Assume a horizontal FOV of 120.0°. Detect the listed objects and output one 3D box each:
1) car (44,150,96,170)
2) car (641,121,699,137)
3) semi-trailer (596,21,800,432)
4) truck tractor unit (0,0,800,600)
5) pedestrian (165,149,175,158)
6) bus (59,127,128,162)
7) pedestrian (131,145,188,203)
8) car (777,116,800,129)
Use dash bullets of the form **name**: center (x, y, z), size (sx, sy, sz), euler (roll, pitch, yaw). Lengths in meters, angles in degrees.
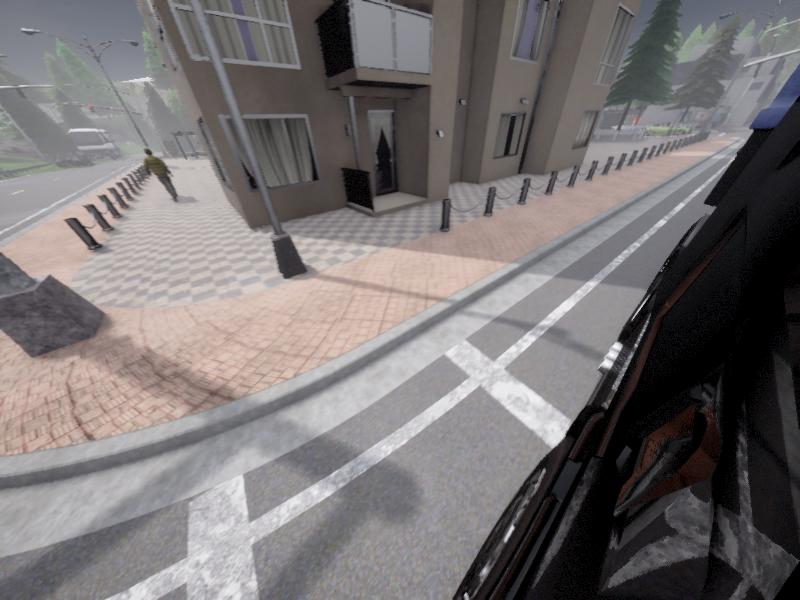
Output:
- **car**: center (-39.200, -16.837, 27.601), size (2.242, 1.667, 4.611), euler (-27, 43, -28)
- **car**: center (35.133, -22.310, 30.207), size (2.007, 1.525, 4.514), euler (-26, 42, -28)
- **semi-trailer**: center (8.829, -3.506, 4.105), size (14.254, 4.402, 2.717), euler (-26, 43, -28)
- **truck tractor unit**: center (2.645, -0.295, 0.352), size (6.516, 4.208, 3.053), euler (-28, 44, -30)
- **pedestrian**: center (-34.727, -22.148, 34.892), size (0.500, 1.100, 0.500), euler (27, 46, 34)
- **bus**: center (-50.186, -25.958, 38.459), size (3.944, 4.253, 10.273), euler (-27, 43, -29)
- **pedestrian**: center (-9.285, -4.889, 9.023), size (0.751, 1.860, 0.751), euler (-27, 43, -29)
- **car**: center (56.645, -25.539, 33.252), size (4.181, 1.385, 1.994), euler (-26, 42, -28)
